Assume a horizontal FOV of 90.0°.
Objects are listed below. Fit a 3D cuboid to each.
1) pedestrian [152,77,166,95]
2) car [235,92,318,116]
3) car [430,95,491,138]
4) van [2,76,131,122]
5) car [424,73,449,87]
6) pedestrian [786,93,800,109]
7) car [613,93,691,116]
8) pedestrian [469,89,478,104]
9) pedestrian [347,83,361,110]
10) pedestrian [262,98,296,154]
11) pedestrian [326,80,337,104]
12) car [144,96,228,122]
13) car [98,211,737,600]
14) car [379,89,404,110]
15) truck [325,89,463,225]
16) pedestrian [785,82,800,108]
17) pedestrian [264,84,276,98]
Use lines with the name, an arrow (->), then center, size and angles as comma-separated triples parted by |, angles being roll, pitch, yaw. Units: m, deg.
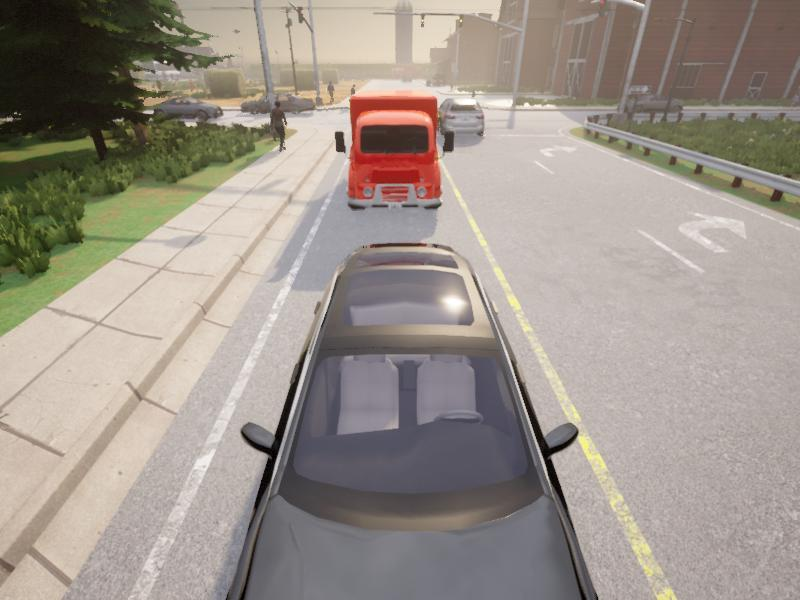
pedestrian -> -28.250, -25.154, 46.955 | 0.751, 1.860, 0.751 | -1, 30, -1
car -> -8.970, -14.476, 29.526 | 5.357, 1.411, 2.033 | -2, 30, -3
car -> 3.045, -9.835, 21.253 | 2.242, 1.667, 4.611 | -2, 30, -3
van -> -21.431, -13.087, 26.003 | 5.915, 2.561, 1.988 | 0, 30, 0
car -> 6.313, -37.937, 68.903 | 1.905, 1.878, 3.866 | -31, 40, -33
pedestrian -> 31.689, -16.009, 32.111 | 0.500, 1.100, 0.500 | -13, 33, -22
car -> 18.383, -14.332, 29.314 | 4.181, 1.385, 1.994 | 0, 30, 0
pedestrian -> 6.636, -18.363, 36.085 | 0.500, 1.100, 0.500 | -19, 35, -29
pedestrian -> -3.702, -16.453, 32.372 | 0.751, 1.860, 0.751 | 16, 34, 25
pedestrian -> -4.542, -6.604, 15.161 | 0.751, 1.860, 0.751 | 4, 30, 6
pedestrian -> -6.051, -18.384, 35.368 | 0.751, 1.860, 0.751 | -10, 32, -17
car -> -13.946, -12.581, 26.299 | 4.181, 1.385, 1.994 | 0, 30, 0
car -> 0.059, 0.768, 3.245 | 2.128, 1.511, 4.902 | 0, 30, 0
car -> -0.672, -16.976, 33.793 | 1.994, 1.385, 4.181 | 0, 30, 0
truck -> -0.156, -4.050, 10.529 | 2.627, 2.467, 5.204 | -1, 30, -1
pedestrian -> 32.294, -16.637, 32.433 | 0.751, 1.860, 0.751 | 6, 31, 10
pedestrian -> -13.762, -22.135, 42.348 | 0.751, 1.300, 0.751 | 18, 35, 27
